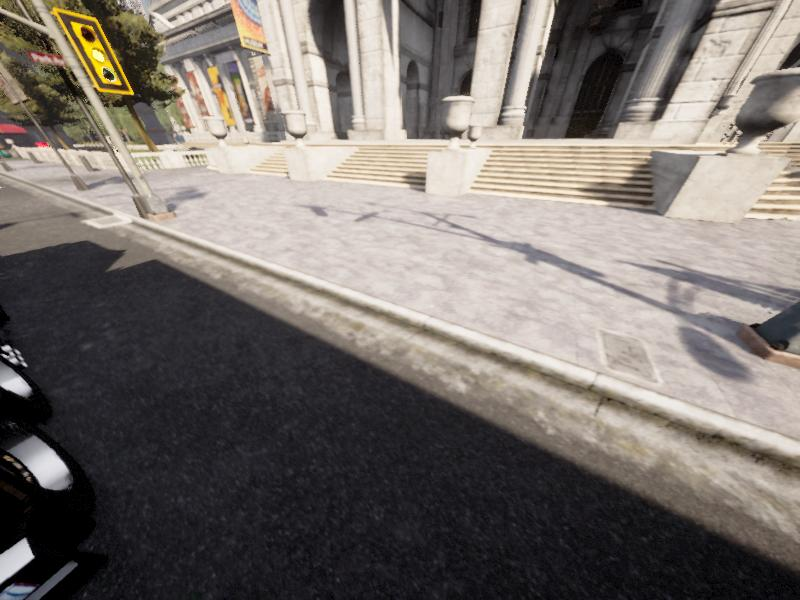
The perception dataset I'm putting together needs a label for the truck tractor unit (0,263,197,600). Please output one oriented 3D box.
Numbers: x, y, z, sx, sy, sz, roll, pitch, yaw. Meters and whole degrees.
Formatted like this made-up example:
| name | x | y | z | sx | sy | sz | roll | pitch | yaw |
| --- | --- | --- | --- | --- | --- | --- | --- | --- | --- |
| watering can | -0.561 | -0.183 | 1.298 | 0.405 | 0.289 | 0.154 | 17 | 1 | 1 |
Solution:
| name | x | y | z | sx | sy | sz | roll | pitch | yaw |
| --- | --- | --- | --- | --- | --- | --- | --- | --- | --- |
| truck tractor unit | -5.111 | -0.302 | 0.780 | 6.516 | 4.208 | 3.053 | 18 | 39 | 24 |
